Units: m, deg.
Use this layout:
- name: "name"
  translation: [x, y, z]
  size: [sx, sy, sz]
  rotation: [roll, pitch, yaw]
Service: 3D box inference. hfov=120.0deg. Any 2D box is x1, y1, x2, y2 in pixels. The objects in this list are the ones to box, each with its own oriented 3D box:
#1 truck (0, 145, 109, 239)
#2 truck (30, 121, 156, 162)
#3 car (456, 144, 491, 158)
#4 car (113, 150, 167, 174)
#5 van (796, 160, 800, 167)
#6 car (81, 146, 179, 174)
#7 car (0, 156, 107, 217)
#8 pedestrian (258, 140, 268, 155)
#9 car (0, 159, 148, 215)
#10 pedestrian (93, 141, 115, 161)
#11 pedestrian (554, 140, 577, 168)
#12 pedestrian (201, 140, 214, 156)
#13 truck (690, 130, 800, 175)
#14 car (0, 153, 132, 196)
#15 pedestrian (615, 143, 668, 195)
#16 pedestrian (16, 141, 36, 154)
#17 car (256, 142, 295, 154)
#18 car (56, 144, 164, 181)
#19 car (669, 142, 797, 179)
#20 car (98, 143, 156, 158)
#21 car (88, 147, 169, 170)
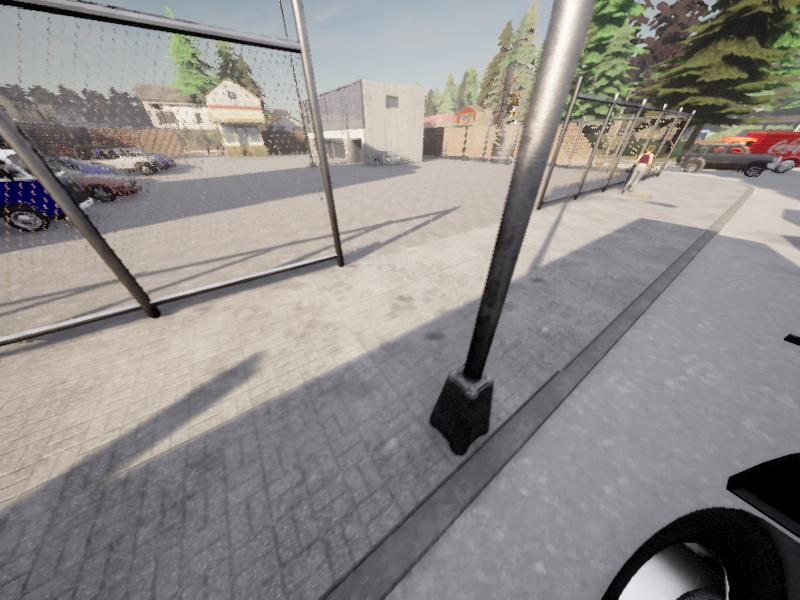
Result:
- name: "truck"
  translation: [-11.747, -2.747, 5.999]
  size: [4.478, 2.038, 2.069]
  rotation: [-22, 41, -28]
- name: "truck"
  translation: [-38.250, -20.237, 29.539]
  size: [2.891, 3.827, 8.468]
  rotation: [17, 39, 23]
- name: "car"
  translation: [9.769, -20.045, 30.989]
  size: [1.816, 1.474, 4.193]
  rotation: [-22, 41, -28]
- name: "car"
  translation: [-19.599, -10.516, 17.569]
  size: [2.207, 1.379, 1.481]
  rotation: [-22, 41, -28]
- name: "van"
  translation: [38.382, -13.496, 20.590]
  size: [5.915, 2.561, 1.988]
  rotation: [-22, 41, -28]
- name: "car"
  translation: [-21.320, -11.400, 18.653]
  size: [4.611, 1.667, 2.242]
  rotation: [-22, 41, -28]
- name: "car"
  translation: [-13.879, -4.630, 9.099]
  size: [1.789, 1.547, 3.705]
  rotation: [-22, 41, -28]
- name: "pedestrian"
  translation: [-20.906, -23.257, 35.188]
  size: [0.751, 1.860, 0.751]
  rotation: [-19, 39, -24]
- name: "car"
  translation: [-13.880, -4.411, 8.914]
  size: [5.357, 1.415, 2.033]
  rotation: [-22, 41, -28]
- name: "pedestrian"
  translation: [-34.601, -17.442, 27.035]
  size: [0.751, 1.860, 0.751]
  rotation: [29, 45, 35]
- name: "pedestrian"
  translation: [13.550, -11.983, 18.960]
  size: [0.751, 1.860, 0.751]
  rotation: [-22, 41, -28]
- name: "pedestrian"
  translation: [-27.370, -21.596, 32.877]
  size: [0.751, 1.860, 0.751]
  rotation: [-16, 38, -22]
- name: "truck"
  translation: [26.559, -10.967, 17.130]
  size: [5.204, 2.467, 2.627]
  rotation: [16, 40, 22]
- name: "car"
  translation: [-16.898, -6.526, 11.826]
  size: [3.633, 1.501, 1.845]
  rotation: [-22, 41, -28]
- name: "pedestrian"
  translation: [10.488, -5.714, 10.091]
  size: [0.751, 1.860, 0.751]
  rotation: [-22, 41, -28]
- name: "pedestrian"
  translation: [-65.136, -26.626, 40.258]
  size: [0.751, 1.860, 0.751]
  rotation: [-13, 37, -18]
- name: "car"
  translation: [-21.549, -26.414, 40.136]
  size: [5.366, 1.575, 1.801]
  rotation: [-22, 41, -28]
- name: "car"
  translation: [-19.070, -9.382, 15.595]
  size: [3.866, 1.878, 1.905]
  rotation: [-22, 41, -28]
- name: "car"
  translation: [22.619, -9.813, 16.045]
  size: [1.932, 1.855, 4.605]
  rotation: [-25, 42, -31]
- name: "car"
  translation: [-39.693, -21.910, 33.832]
  size: [5.027, 1.651, 2.152]
  rotation: [-22, 40, -27]
- name: "car"
  translation: [-23.741, -12.592, 20.477]
  size: [4.193, 1.474, 1.816]
  rotation: [-22, 41, -28]
